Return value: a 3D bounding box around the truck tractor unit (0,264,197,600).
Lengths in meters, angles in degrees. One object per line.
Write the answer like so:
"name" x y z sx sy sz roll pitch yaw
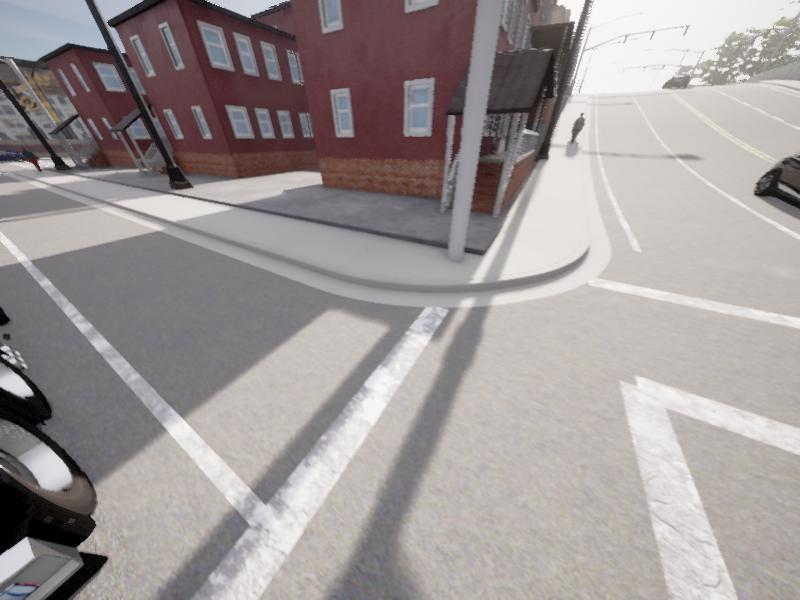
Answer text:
"truck tractor unit" -5.111 -0.301 0.781 6.516 4.208 3.053 18 39 24

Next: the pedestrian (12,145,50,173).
"pedestrian" -29.741 -11.359 18.641 0.751 1.860 0.751 19 39 26

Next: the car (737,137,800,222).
"car" 12.860 -3.359 6.528 2.033 1.649 4.856 18 44 24

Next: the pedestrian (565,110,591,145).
"pedestrian" 12.141 -11.757 15.810 0.751 1.860 0.751 17 38 23

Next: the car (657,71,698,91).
"car" 36.465 -28.813 30.498 2.128 1.511 4.902 18 43 25

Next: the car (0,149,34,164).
"car" -51.622 -18.410 29.637 1.812 1.442 4.674 18 39 24
